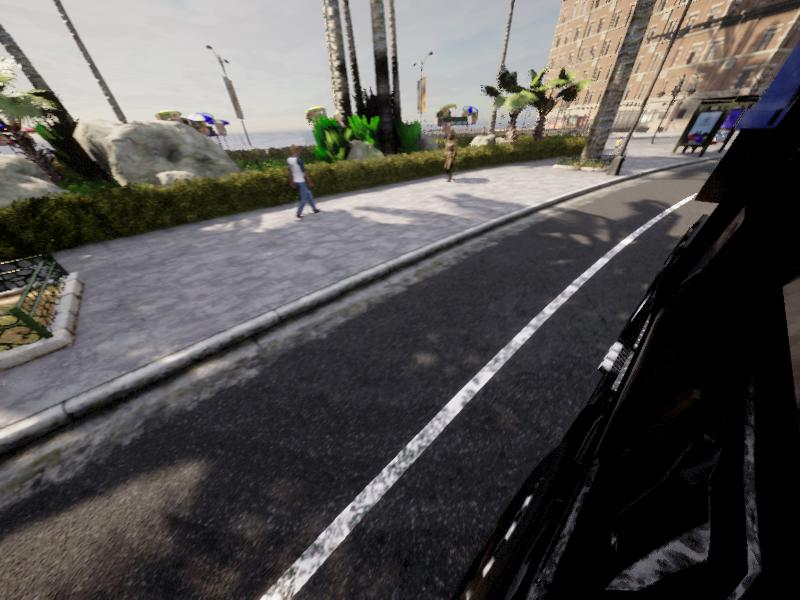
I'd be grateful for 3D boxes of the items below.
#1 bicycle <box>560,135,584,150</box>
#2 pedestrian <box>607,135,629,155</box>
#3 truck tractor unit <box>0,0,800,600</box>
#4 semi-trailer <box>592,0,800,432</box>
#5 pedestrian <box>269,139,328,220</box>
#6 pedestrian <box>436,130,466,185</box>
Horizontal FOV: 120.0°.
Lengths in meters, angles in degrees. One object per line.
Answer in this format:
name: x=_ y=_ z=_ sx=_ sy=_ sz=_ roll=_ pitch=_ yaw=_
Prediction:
bicycle: x=14.732 y=-13.486 z=19.791 sx=1.643 sy=1.024 sz=0.373 roll=-12 pitch=38 yaw=-12
pedestrian: x=14.957 y=-10.673 z=15.873 sx=0.500 sy=1.100 sz=0.500 roll=-14 pitch=38 yaw=-15
truck tractor unit: x=2.645 y=-0.295 z=0.351 sx=6.516 sy=4.208 sz=3.053 roll=-28 pitch=44 yaw=-30
semi-trailer: x=9.069 y=-3.310 z=3.842 sx=14.254 sy=4.402 sz=2.717 roll=-23 pitch=41 yaw=-26
pedestrian: x=-2.754 y=-3.337 z=6.461 sx=0.751 sy=1.860 sz=0.751 roll=23 pitch=44 yaw=30
pedestrian: x=2.093 y=-5.957 z=9.685 sx=0.751 sy=1.860 sz=0.751 roll=-26 pitch=43 yaw=-29
